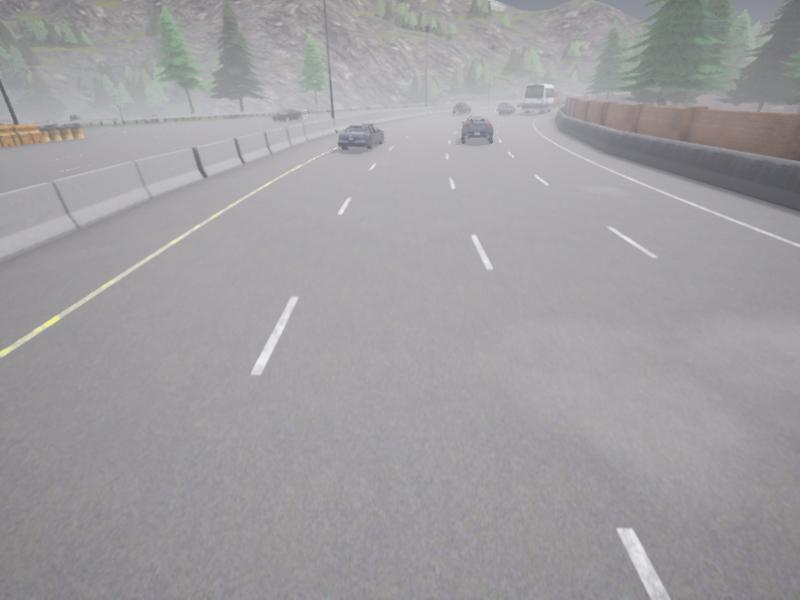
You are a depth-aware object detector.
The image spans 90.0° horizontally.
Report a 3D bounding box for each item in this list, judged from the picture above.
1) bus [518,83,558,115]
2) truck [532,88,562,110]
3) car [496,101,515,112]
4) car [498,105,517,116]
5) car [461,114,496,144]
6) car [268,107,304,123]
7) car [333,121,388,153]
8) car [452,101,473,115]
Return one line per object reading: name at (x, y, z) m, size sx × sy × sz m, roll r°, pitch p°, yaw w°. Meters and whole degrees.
bus at (22.572, -32.735, 65.112) m, size 3.944 × 4.253 × 10.273 m, roll 13°, pitch 30°, yaw 24°
truck at (30.471, -41.579, 82.617) m, size 2.891 × 3.827 × 8.468 m, roll 18°, pitch 33°, yaw 32°
car at (19.295, -35.422, 73.230) m, size 2.033 × 1.649 × 4.856 m, roll 14°, pitch 31°, yaw 26°
car at (16.697, -29.345, 61.851) m, size 1.895 × 1.301 × 4.718 m, roll 11°, pitch 30°, yaw 22°
car at (5.512, -12.307, 28.621) m, size 2.152 × 1.651 × 5.027 m, roll 3°, pitch 28°, yaw 8°
car at (-14.235, -23.272, 50.302) m, size 1.882 × 1.535 × 5.008 m, roll 7°, pitch 28°, yaw 14°
car at (-2.334, -10.375, 25.246) m, size 2.033 × 1.411 × 5.357 m, roll 5°, pitch 28°, yaw 10°
car at (9.917, -30.467, 63.513) m, size 1.932 × 1.855 × 4.605 m, roll 11°, pitch 30°, yaw 22°
